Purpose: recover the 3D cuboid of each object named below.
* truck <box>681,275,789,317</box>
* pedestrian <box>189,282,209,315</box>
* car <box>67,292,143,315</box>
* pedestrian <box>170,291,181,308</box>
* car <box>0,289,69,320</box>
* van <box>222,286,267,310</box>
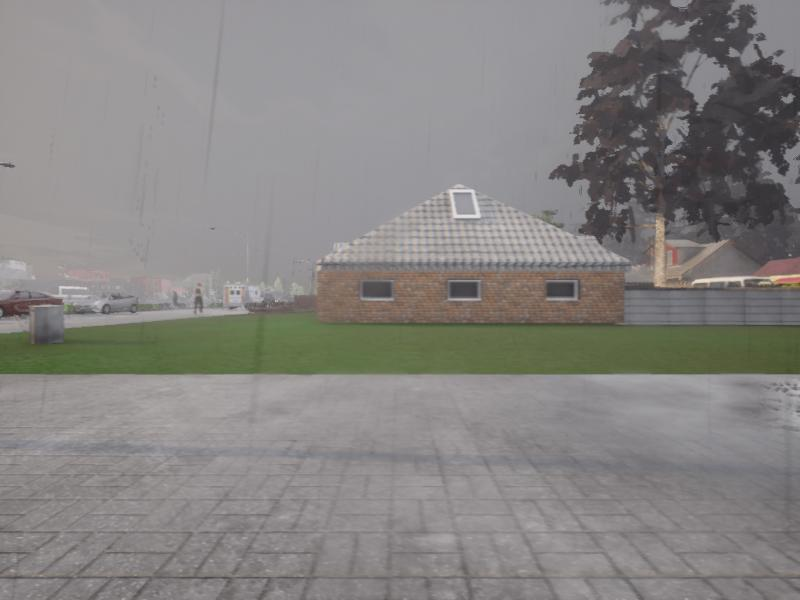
[{"bbox_3d":[17.866,-0.216,21.678,2.069,2.038,4.478,0,0,0],"label":"truck"},{"bbox_3d":[-11.366,-0.071,22.646,0.751,1.860,0.751,0,0,0],"label":"pedestrian"},{"bbox_3d":[-20.553,0.222,28.181,2.007,1.525,4.514,0,0,0],"label":"car"},{"bbox_3d":[-24.229,-0.074,43.208,0.751,1.860,0.751,0,0,0],"label":"pedestrian"},{"bbox_3d":[-20.523,0.217,21.138,1.882,1.535,5.008,0,0,1],"label":"car"},{"bbox_3d":[-16.551,-0.227,43.059,2.351,2.431,6.366,0,0,0],"label":"van"}]
